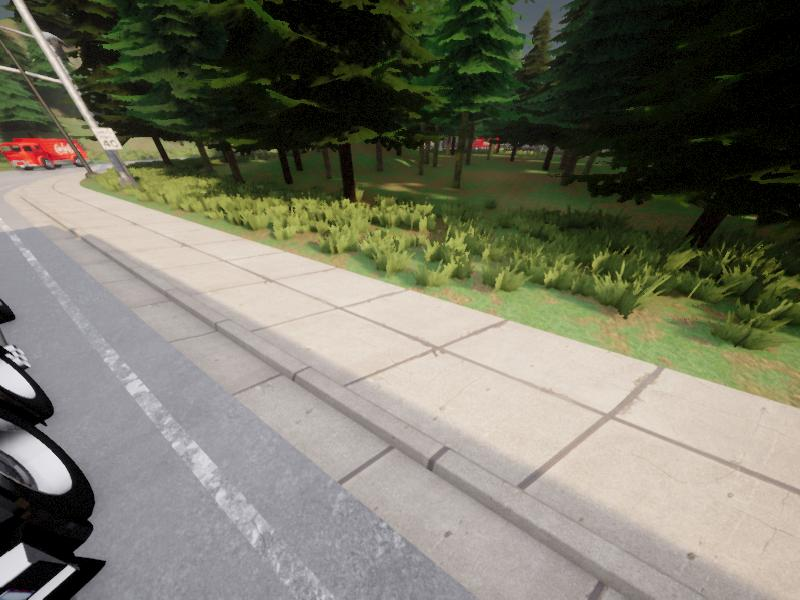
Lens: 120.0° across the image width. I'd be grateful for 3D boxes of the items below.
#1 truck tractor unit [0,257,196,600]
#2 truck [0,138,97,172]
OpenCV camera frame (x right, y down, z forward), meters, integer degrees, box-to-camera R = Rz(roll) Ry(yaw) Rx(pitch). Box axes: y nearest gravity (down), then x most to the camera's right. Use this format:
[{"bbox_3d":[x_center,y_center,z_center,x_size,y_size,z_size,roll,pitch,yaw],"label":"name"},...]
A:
[{"bbox_3d":[-5.100,-0.311,0.800,6.516,4.208,3.053,19,39,25],"label":"truck tractor unit"},{"bbox_3d":[-34.072,-14.067,22.268,2.627,2.467,5.204,-5,35,-6],"label":"truck"}]
